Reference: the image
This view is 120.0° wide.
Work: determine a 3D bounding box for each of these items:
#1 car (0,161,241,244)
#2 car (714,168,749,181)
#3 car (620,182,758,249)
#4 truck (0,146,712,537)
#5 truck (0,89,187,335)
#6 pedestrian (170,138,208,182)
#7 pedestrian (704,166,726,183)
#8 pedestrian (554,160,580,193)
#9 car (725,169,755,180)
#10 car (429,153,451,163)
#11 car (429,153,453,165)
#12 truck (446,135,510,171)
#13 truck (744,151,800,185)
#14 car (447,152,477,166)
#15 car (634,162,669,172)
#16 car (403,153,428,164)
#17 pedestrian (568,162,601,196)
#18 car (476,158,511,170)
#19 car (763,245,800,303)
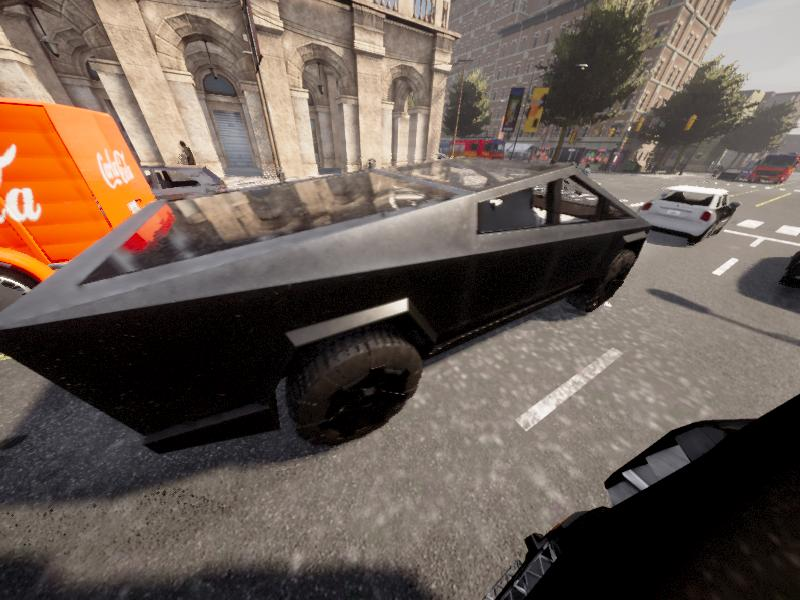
[{"bbox_3d":[-6.684,-2.798,6.260,3.633,1.501,1.845,-16,38,-26],"label":"car"},{"bbox_3d":[51.943,-19.719,36.192,5.238,1.638,1.930,-17,38,-27],"label":"car"},{"bbox_3d":[10.117,-3.148,8.140,3.806,1.475,1.970,-17,39,-27],"label":"car"},{"bbox_3d":[0.842,-0.690,3.157,6.274,2.098,2.390,-16,38,-26],"label":"truck"},{"bbox_3d":[-6.559,-0.983,2.686,5.204,2.467,2.627,-16,38,-26],"label":"truck"},{"bbox_3d":[-10.927,-7.274,12.054,0.751,1.860,0.751,-12,37,-22],"label":"pedestrian"},{"bbox_3d":[40.478,-16.142,29.673,0.751,1.860,0.751,-15,38,-25],"label":"pedestrian"},{"bbox_3d":[11.540,-8.533,15.969,0.751,1.860,0.751,26,40,31],"label":"pedestrian"},{"bbox_3d":[57.798,-21.324,39.243,4.674,1.442,1.812,-16,38,-26],"label":"car"},{"bbox_3d":[7.577,-27.042,43.928,1.970,1.475,3.806,-16,38,-26],"label":"car"},{"bbox_3d":[6.836,-23.905,39.146,1.970,1.475,3.806,-16,38,-26],"label":"car"},{"bbox_3d":[10.718,-21.070,33.053,2.891,3.827,8.468,-16,38,-26],"label":"truck"},{"bbox_3d":[54.916,-19.229,33.711,8.468,3.827,2.891,-16,38,-26],"label":"truck"},{"bbox_3d":[10.545,-24.228,39.633,2.097,1.767,4.553,-16,38,-26],"label":"car"},{"bbox_3d":[58.603,-31.079,53.917,2.038,1.542,4.974,-15,38,-25],"label":"car"},{"bbox_3d":[2.528,-24.521,39.894,1.895,1.301,4.718,-16,38,-26],"label":"car"},{"bbox_3d":[11.778,-7.747,14.804,0.751,1.860,0.751,-13,37,-22],"label":"pedestrian"},{"bbox_3d":[13.993,-20.583,34.862,1.895,1.301,4.718,-16,38,-26],"label":"car"},{"bbox_3d":[10.285,-0.972,4.743,4.856,1.649,2.033,-17,38,-26],"label":"car"}]
